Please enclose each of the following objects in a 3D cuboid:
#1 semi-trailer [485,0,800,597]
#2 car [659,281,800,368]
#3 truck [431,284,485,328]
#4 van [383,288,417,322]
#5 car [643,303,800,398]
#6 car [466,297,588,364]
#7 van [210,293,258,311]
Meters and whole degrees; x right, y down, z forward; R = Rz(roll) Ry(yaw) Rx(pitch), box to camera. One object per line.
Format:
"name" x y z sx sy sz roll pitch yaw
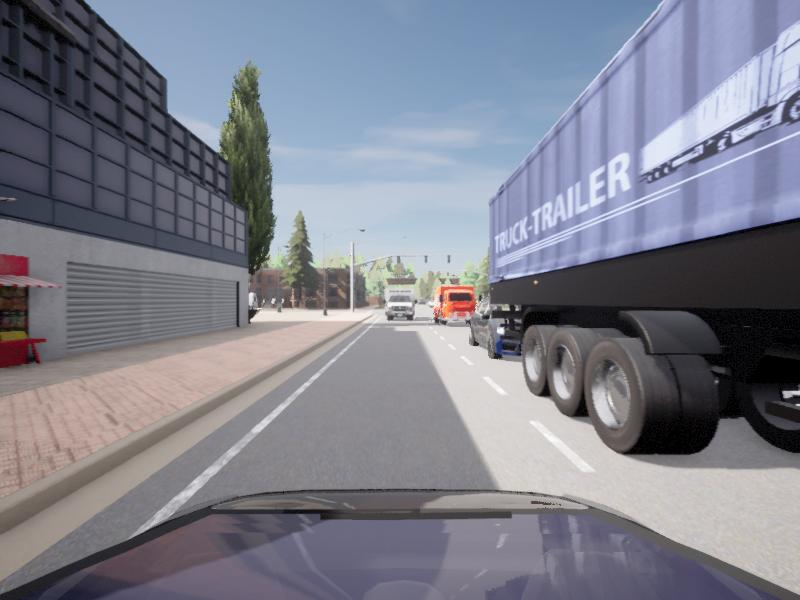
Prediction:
"semi-trailer" 3.493 -0.618 2.881 2.717 4.402 14.254 0 0 0
"car" 10.502 0.564 11.763 2.150 2.045 5.566 0 0 0
"truck" 3.503 0.349 25.288 2.627 2.467 5.204 0 0 0
"van" 0.000 0.365 31.613 2.351 2.431 6.366 0 0 0
"car" 7.002 0.821 8.176 1.845 1.501 3.633 0 0 0
"car" 3.498 0.756 12.159 2.242 1.667 4.611 0 0 0
"van" -23.372 0.300 56.531 5.915 2.561 1.988 0 0 -4
